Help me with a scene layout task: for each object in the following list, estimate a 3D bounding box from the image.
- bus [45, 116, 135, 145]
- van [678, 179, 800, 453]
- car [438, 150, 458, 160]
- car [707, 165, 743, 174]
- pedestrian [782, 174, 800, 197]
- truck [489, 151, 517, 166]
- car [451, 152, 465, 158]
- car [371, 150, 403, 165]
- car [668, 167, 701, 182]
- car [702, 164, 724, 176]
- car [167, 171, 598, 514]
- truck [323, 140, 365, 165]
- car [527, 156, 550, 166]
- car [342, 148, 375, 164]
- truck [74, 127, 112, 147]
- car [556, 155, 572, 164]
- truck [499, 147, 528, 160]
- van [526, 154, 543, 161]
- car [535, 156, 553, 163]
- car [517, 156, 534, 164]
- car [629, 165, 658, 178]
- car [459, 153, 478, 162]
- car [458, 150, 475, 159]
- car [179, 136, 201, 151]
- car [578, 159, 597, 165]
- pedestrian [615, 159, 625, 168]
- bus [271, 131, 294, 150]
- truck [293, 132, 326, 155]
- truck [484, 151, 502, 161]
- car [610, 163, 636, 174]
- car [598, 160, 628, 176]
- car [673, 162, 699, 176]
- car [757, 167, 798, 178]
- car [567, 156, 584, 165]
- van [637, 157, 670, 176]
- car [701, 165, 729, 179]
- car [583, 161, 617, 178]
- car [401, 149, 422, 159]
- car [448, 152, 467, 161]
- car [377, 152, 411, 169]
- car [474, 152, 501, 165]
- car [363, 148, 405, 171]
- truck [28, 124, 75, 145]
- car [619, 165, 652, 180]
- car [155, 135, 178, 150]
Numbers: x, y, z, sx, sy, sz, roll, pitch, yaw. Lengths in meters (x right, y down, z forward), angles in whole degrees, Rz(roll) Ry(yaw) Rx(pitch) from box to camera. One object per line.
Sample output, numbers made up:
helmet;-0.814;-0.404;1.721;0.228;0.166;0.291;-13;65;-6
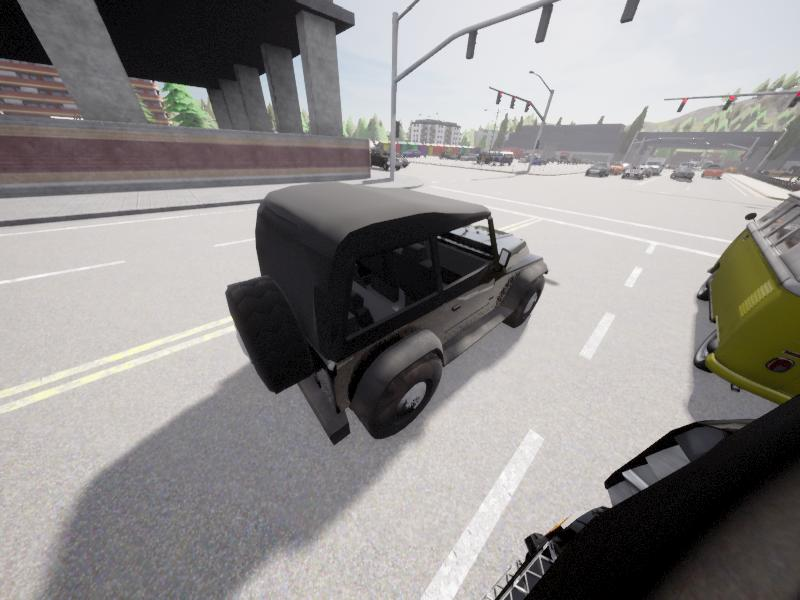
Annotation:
bus;-65.298;-36.014;49.418;10.273;4.253;3.944;-24;42;-35
van;5.428;-0.146;2.781;4.442;1.987;1.775;-24;42;-35
car;11.091;-33.495;53.279;4.605;1.855;1.932;-24;42;-35
car;83.871;-33.754;59.769;1.882;1.535;5.008;-5;34;-12
pedestrian;31.812;-9.245;18.283;0.751;1.860;0.751;-25;42;-35
truck;17.531;-23.979;39.255;4.478;2.038;2.069;-24;42;-35
car;16.880;-42.144;67.131;3.905;1.438;1.784;-24;42;-35
car;-2.018;-20.842;33.708;1.882;1.535;5.008;-25;43;-35
car;38.948;-17.333;31.753;2.033;1.411;5.357;27;41;32
car;63.705;-26.549;47.084;3.866;1.878;1.905;-24;42;-35
car;0.275;-0.350;2.783;3.866;1.878;1.905;-24;42;-35
truck;-7.124;-18.773;29.361;2.627;2.467;5.204;-25;42;-35
car;28.811;-28.856;47.938;4.611;1.667;2.242;-24;42;-35
car;-5.933;-20.546;32.874;1.930;1.638;5.238;-25;42;-35
truck;-51.752;-27.608;39.108;2.615;2.467;5.204;-24;42;-35
car;44.851;-38.365;63.178;3.866;1.878;1.905;-24;42;-35
truck;41.489;-53.770;84.646;2.891;3.827;8.468;-23;41;-33
van;48.288;-51.269;83.018;2.069;2.038;4.480;-23;41;-33
car;38.213;-37.183;61.316;5.357;1.415;2.033;-24;42;-35
car;29.937;-33.442;55.064;3.806;1.475;1.970;-24;42;-35
car;35.226;-18.584;33.379;4.181;1.385;1.994;-24;42;-35
car;14.792;-30.863;50.031;3.806;1.475;1.970;-24;42;-35
car;18.748;-41.027;65.208;4.605;1.855;1.932;-24;42;-35
car;-35.283;-26.259;38.793;1.905;1.878;3.866;-24;42;-35
car;57.006;-41.893;70.131;1.970;1.475;3.806;-24;42;-34
pedestrian;51.130;-31.768;53.689;0.751;1.860;0.751;-26;43;-36
bus;-34.069;-46.028;66.772;3.944;4.253;10.273;-15;37;-24
truck;-19.125;-33.070;48.772;2.891;3.827;8.468;-25;42;-35
truck;24.208;-37.519;60.165;4.478;2.038;2.069;-24;42;-35
car;37.945;-22.445;39.302;4.792;1.488;2.163;-24;42;-35
car;32.225;-19.977;34.866;4.553;1.767;2.097;-24;42;-35
car;52.884;-24.283;42.698;5.566;2.045;2.150;-24;42;-35
car;88.501;-30.070;54.261;1.932;1.855;4.605;-25;42;-35
car;46.717;-37.079;61.376;4.605;1.855;1.932;-24;42;-35
van;41.806;-22.002;38.071;6.366;2.431;2.351;-24;42;-35
car;52.747;-21.544;38.785;4.553;1.767;2.097;-24;42;-35
car;26.360;-17.246;30.459;4.856;1.649;2.033;-24;42;-35
car;2.691;-33.638;53.167;4.611;1.667;2.242;-24;42;-35
car;12.887;-32.160;51.784;3.905;1.438;1.784;-24;42;-35
car;-0.825;-17.118;28.247;1.816;1.474;4.193;-25;42;-35
car;15.567;-25.146;41.037;4.605;1.855;1.932;-24;42;-35
car;-1.825;-15.033;24.668;1.932;1.855;4.605;-25;42;-35
truck;-54.988;-26.147;36.662;2.615;2.467;5.204;-24;42;-35
car;29.844;-16.185;29.259;3.806;1.475;1.970;-24;42;-35
car;-37.490;-25.262;37.124;1.905;1.878;3.866;-24;42;-35
